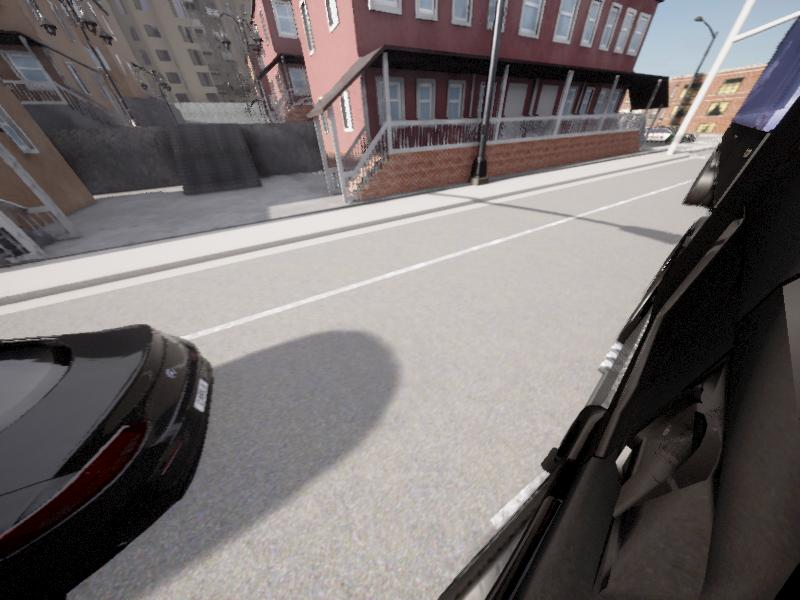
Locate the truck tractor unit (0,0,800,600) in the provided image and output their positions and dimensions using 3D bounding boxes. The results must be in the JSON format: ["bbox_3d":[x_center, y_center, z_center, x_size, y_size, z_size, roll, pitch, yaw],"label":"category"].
[{"bbox_3d":[2.645,-0.295,0.351,6.516,4.208,3.053,-28,44,-30],"label":"truck tractor unit"}]

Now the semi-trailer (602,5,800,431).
[{"bbox_3d":[8.534,-3.685,4.420,14.254,4.402,2.717,-30,43,-32],"label":"semi-trailer"}]

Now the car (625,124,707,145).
[{"bbox_3d":[27.149,-16.984,23.841,2.038,1.542,4.974,-21,39,-22],"label":"car"}]

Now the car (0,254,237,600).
[{"bbox_3d":[-3.668,1.366,0.945,4.674,1.442,1.812,-20,39,-22],"label":"car"}]
